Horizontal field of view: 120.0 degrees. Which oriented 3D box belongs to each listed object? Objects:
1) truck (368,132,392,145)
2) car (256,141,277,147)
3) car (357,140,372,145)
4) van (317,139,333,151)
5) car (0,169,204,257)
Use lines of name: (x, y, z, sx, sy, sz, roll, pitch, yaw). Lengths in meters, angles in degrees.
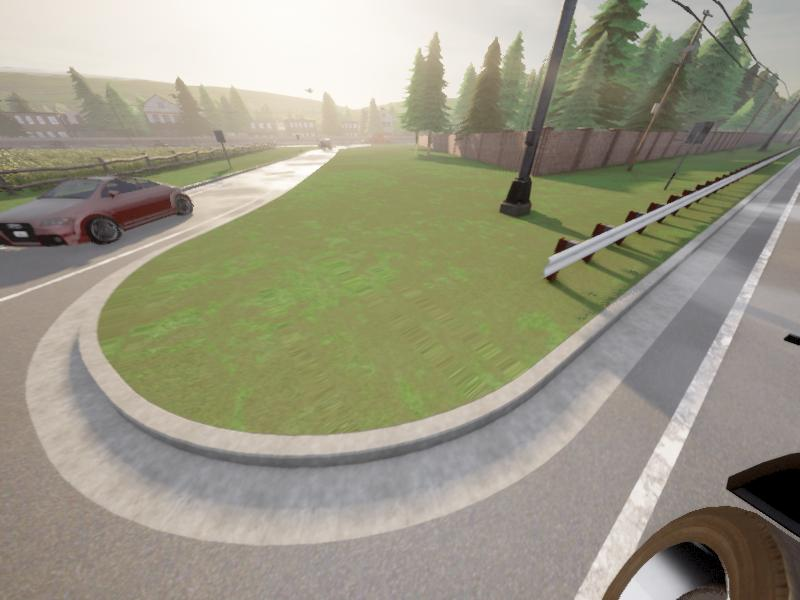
truck: (-7.318, -59.486, 84.923, 8.468, 3.827, 2.891, -21, 40, -27)
car: (-40.094, -46.977, 69.448, 5.008, 1.535, 1.882, -21, 40, -27)
car: (-13.062, -58.713, 85.945, 4.902, 1.511, 2.128, -21, 40, -27)
van: (-15.547, -32.377, 48.132, 2.069, 2.038, 4.480, -4, 35, -4)
car: (-8.489, -2.769, 6.707, 1.994, 1.385, 4.181, 0, 35, 1)
